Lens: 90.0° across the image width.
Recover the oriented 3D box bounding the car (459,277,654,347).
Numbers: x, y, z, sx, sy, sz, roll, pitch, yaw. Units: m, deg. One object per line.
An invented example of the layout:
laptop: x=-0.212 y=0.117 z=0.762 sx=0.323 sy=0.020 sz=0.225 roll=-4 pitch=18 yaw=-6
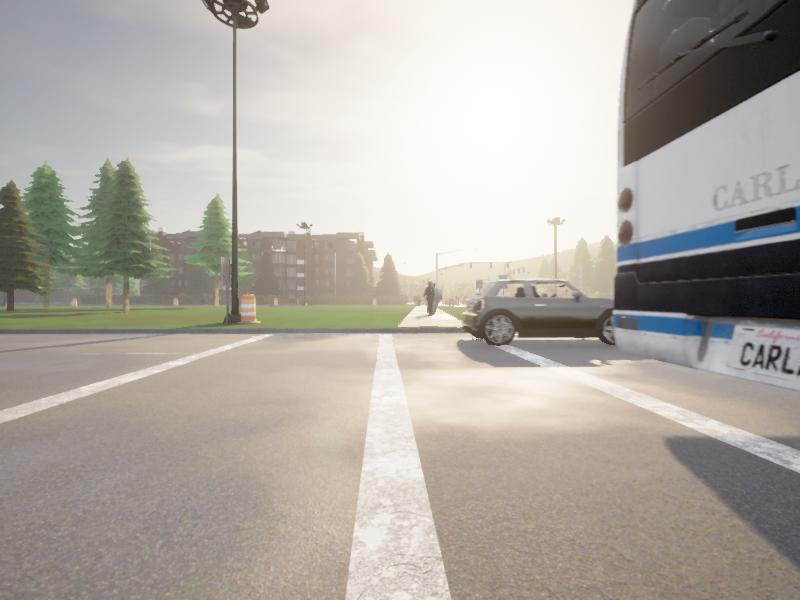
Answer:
car: x=3.445 y=0.253 z=9.398 sx=3.806 sy=1.475 sz=1.970 roll=0 pitch=0 yaw=-2

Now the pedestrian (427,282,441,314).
pedestrian: x=2.010 y=-0.115 z=23.729 sx=0.751 sy=1.860 sz=0.751 roll=0 pitch=0 yaw=1

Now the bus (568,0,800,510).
bus: x=7.083 y=-1.130 z=2.629 sx=10.273 sy=4.253 sz=3.944 roll=-1 pitch=0 yaw=-2

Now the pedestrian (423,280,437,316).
pedestrian: x=1.582 y=-0.115 z=21.102 sx=0.751 sy=1.860 sz=0.751 roll=0 pitch=0 yaw=4
